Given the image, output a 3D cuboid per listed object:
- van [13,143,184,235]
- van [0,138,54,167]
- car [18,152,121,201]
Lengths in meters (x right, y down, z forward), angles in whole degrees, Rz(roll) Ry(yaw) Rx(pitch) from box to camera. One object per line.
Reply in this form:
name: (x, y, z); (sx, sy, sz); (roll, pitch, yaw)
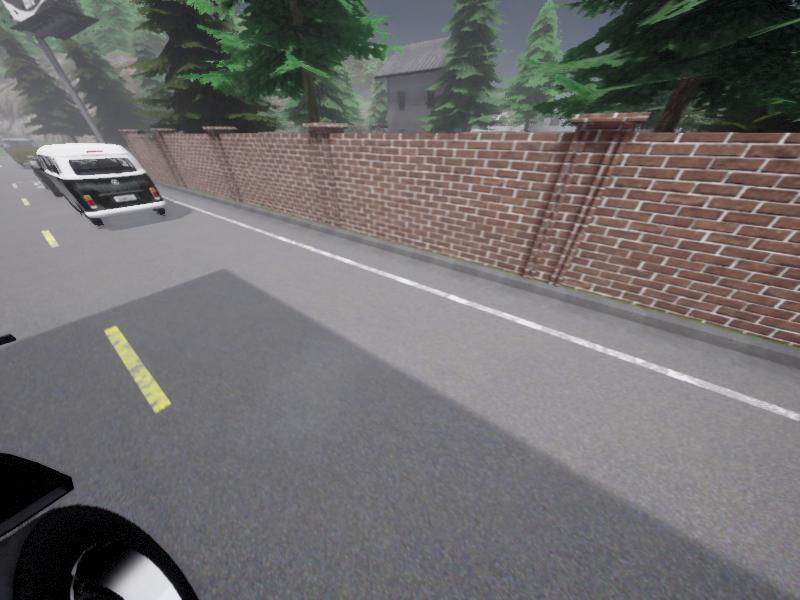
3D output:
van: (-9.676, -3.836, 7.479); (4.480, 2.038, 2.069); (21, 40, 27)
van: (-33.488, -13.194, 20.572); (4.442, 1.987, 1.775); (21, 40, 26)
car: (-15.736, -6.006, 10.977); (4.892, 1.490, 1.837); (22, 40, 27)
